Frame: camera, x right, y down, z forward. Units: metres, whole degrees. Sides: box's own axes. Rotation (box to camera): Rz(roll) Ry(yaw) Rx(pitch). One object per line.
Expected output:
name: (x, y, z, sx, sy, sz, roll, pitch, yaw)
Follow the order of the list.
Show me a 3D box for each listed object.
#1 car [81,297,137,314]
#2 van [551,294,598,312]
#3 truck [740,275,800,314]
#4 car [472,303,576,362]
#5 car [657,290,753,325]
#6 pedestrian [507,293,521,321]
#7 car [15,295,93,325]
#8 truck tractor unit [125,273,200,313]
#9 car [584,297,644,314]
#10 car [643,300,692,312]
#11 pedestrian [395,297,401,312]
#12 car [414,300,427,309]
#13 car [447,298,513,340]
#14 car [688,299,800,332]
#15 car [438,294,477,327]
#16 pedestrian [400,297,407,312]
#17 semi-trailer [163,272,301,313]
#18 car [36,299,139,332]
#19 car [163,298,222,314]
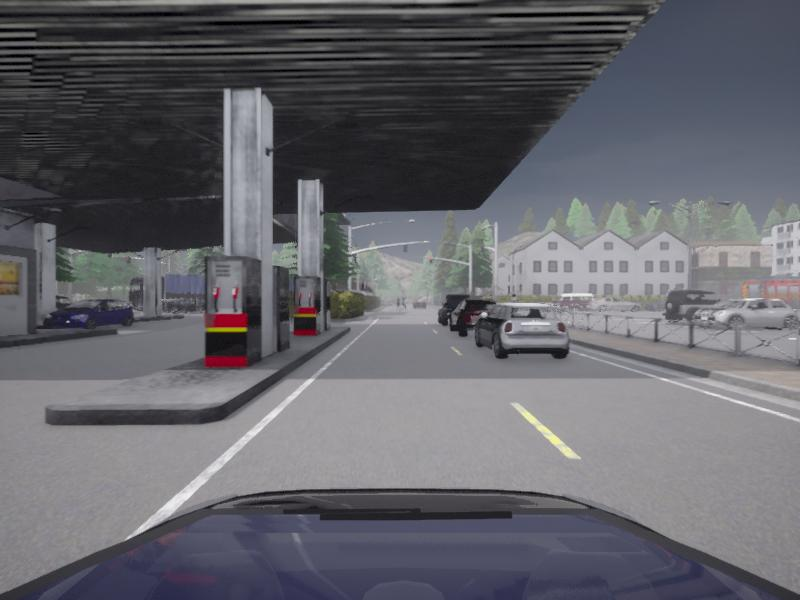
car: (-30.089, 0.560, 41.400, 4.611, 1.667, 2.242, -2, 0, 15)
van: (19.507, 0.321, 44.834, 4.480, 2.038, 2.069, 0, 0, -5)
truck: (40.648, -0.565, 41.366, 8.468, 3.827, 2.891, 0, 0, 0)
car: (3.491, 0.837, 12.075, 1.970, 1.475, 3.806, 0, 0, 0)
car: (16.756, 0.391, 22.148, 3.866, 1.878, 1.905, 0, 0, -1)
pedestrian: (7.593, 0.450, 26.613, 0.751, 1.860, 0.751, 0, 0, 0)
car: (-22.939, 0.621, 26.760, 1.905, 1.878, 3.866, 0, 0, -1)
truck tractor unit: (-26.374, -0.772, 44.618, 6.516, 4.208, 3.053, 0, 0, 0)
car: (22.018, 0.536, 41.260, 5.027, 1.651, 2.152, 0, 0, -1)
car: (29.907, 0.658, 44.842, 4.181, 1.385, 1.994, 0, 0, 0)
pedestrian: (-0.232, 0.570, 51.714, 0.751, 1.860, 0.751, 0, 0, -2)
car: (3.439, 0.734, 68.474, 1.882, 1.535, 5.008, 0, 0, 0)
car: (3.484, 0.753, 18.398, 2.033, 1.649, 4.856, 0, 0, 0)
car: (16.168, 0.679, 18.819, 3.806, 1.475, 1.970, 0, 0, -1)
car: (3.479, 0.614, 24.851, 1.905, 1.878, 3.866, 0, 0, 0)
pedestrian: (0.482, 0.544, 49.963, 0.751, 1.860, 0.751, 0, 0, 10)
semi-trailer: (-18.461, -0.867, 44.606, 14.254, 4.402, 2.717, 0, 1, 0)
car: (-17.247, 0.794, 22.462, 2.242, 1.667, 4.611, 0, 0, -1)
car: (-21.250, 0.592, 41.099, 4.902, 1.511, 2.128, 0, 0, 0)
